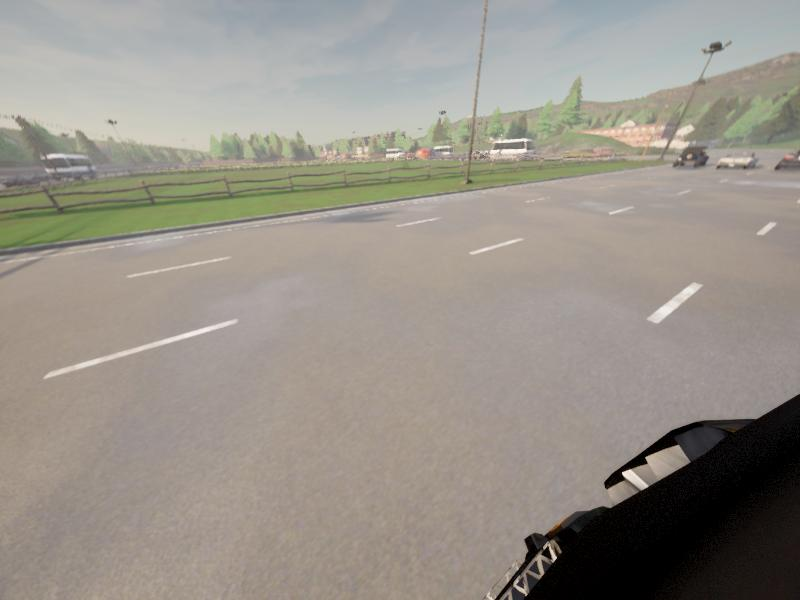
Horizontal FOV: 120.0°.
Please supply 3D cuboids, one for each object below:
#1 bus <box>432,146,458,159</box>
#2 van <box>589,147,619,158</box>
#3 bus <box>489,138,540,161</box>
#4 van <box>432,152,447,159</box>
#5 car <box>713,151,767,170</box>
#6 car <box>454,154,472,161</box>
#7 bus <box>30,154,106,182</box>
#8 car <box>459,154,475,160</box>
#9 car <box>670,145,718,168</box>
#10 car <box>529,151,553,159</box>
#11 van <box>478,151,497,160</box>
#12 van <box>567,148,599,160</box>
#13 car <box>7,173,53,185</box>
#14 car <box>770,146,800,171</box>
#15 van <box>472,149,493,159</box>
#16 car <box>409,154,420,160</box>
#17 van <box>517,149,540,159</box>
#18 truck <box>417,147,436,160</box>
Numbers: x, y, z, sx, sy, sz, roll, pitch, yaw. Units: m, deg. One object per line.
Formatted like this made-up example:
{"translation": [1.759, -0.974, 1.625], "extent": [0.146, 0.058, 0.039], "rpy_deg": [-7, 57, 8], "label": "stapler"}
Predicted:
{"translation": [17.884, -59.278, 92.887], "extent": [3.944, 4.253, 10.273], "rpy_deg": [-19, 36, -25], "label": "bus"}
{"translation": [46.419, -33.679, 52.710], "extent": [1.775, 1.987, 4.442], "rpy_deg": [-19, 36, -25], "label": "van"}
{"translation": [27.474, -36.521, 56.266], "extent": [3.944, 4.253, 10.273], "rpy_deg": [-19, 36, -25], "label": "bus"}
{"translation": [15.506, -56.825, 90.862], "extent": [2.351, 2.431, 6.366], "rpy_deg": [-19, 36, -25], "label": "van"}
{"translation": [32.121, -13.186, 21.818], "extent": [4.718, 1.301, 1.895], "rpy_deg": [-19, 36, -25], "label": "car"}
{"translation": [18.824, -42.725, 69.180], "extent": [2.242, 1.667, 4.611], "rpy_deg": [-19, 36, -25], "label": "car"}
{"translation": [-63.935, -25.863, 45.137], "extent": [3.944, 4.253, 10.273], "rpy_deg": [-19, 36, -25], "label": "bus"}
{"translation": [20.838, -44.606, 72.061], "extent": [1.837, 1.490, 4.892], "rpy_deg": [-19, 36, -25], "label": "car"}
{"translation": [31.683, -15.474, 24.909], "extent": [3.866, 1.878, 1.905], "rpy_deg": [-19, 36, -25], "label": "car"}
{"translation": [36.892, -38.039, 60.686], "extent": [2.163, 1.488, 4.792], "rpy_deg": [-19, 36, -25], "label": "car"}
{"translation": [24.971, -41.268, 66.021], "extent": [2.069, 2.038, 4.480], "rpy_deg": [-19, 36, -25], "label": "van"}
{"translation": [37.783, -30.227, 47.787], "extent": [1.775, 1.987, 4.442], "rpy_deg": [-19, 36, -25], "label": "van"}
{"translation": [-64.084, -21.097, 40.163], "extent": [2.128, 1.511, 4.902], "rpy_deg": [-19, 36, -25], "label": "car"}
{"translation": [34.014, -11.837, 19.213], "extent": [4.611, 1.667, 2.242], "rpy_deg": [-17, 35, -22], "label": "car"}
{"translation": [25.324, -44.809, 71.092], "extent": [1.988, 2.561, 5.915], "rpy_deg": [-19, 36, -25], "label": "van"}
{"translation": [5.450, -54.368, 88.127], "extent": [1.932, 1.855, 4.605], "rpy_deg": [-19, 36, -25], "label": "car"}
{"translation": [33.327, -37.706, 59.861], "extent": [2.069, 2.038, 4.480], "rpy_deg": [-19, 36, -25], "label": "van"}
{"translation": [9.835, -55.016, 87.046], "extent": [2.891, 3.827, 8.468], "rpy_deg": [-19, 36, -25], "label": "truck"}
